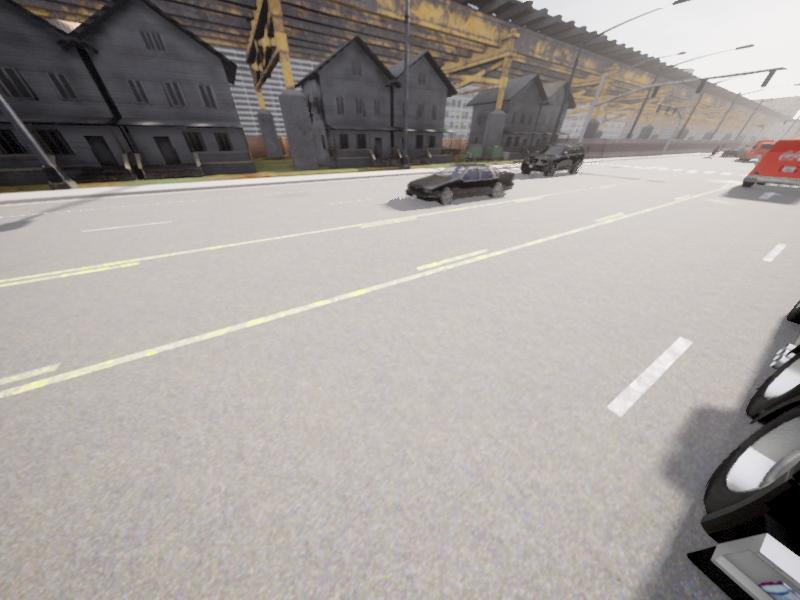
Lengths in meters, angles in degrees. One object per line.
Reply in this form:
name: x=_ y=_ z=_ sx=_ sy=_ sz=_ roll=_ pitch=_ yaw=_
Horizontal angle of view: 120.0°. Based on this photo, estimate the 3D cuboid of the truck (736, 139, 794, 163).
truck: x=47.934 y=-19.728 z=30.571 sx=2.627 sy=2.467 sz=5.204 roll=29 pitch=44 yaw=36

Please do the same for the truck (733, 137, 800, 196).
truck: x=22.545 y=-7.649 z=13.028 sx=5.204 sy=2.467 sz=2.627 roll=-18 pitch=39 yaw=-24

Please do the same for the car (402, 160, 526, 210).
car: x=2.933 y=-5.424 z=10.598 sx=5.357 sy=1.411 sz=2.033 roll=-18 pitch=39 yaw=-24

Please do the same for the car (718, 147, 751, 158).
car: x=58.141 y=-25.663 z=40.125 sx=5.357 sy=1.411 sz=2.033 roll=-18 pitch=39 yaw=-24

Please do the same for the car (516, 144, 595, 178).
car: x=12.139 y=-10.994 z=18.104 sx=5.566 sy=2.045 sz=2.150 roll=-18 pitch=39 yaw=-24

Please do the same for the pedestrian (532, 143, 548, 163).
pedestrian: x=15.494 y=-16.273 z=25.571 sx=0.751 sy=1.860 sz=0.751 roll=-18 pitch=39 yaw=-25

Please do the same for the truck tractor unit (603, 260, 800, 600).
truck tractor unit: x=5.100 y=-0.312 z=0.790 sx=6.516 sy=4.208 sz=3.053 roll=-19 pitch=39 yaw=-24

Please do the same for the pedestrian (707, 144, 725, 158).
pedestrian: x=49.824 y=-23.490 z=36.484 sx=0.751 sy=1.860 sz=0.751 roll=-15 pitch=38 yaw=-21
